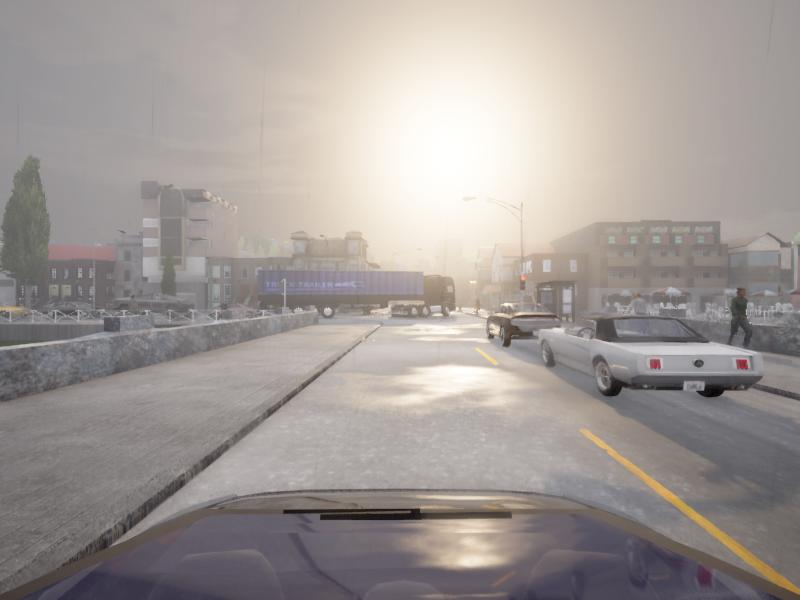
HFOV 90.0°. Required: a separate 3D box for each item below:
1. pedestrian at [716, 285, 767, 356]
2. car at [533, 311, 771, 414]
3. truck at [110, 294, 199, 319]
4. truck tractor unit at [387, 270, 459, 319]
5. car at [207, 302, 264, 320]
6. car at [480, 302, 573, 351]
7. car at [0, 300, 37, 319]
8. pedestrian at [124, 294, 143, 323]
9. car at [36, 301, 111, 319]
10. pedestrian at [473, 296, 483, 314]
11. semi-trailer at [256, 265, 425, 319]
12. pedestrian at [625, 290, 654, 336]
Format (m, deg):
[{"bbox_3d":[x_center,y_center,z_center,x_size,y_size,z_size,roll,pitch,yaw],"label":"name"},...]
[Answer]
[{"bbox_3d":[9.243,0.533,10.857,0.751,1.860,0.751,0,0,-3],"label":"pedestrian"},{"bbox_3d":[4.303,0.944,7.966,1.895,1.301,4.718,0,0,2],"label":"car"},{"bbox_3d":[-21.283,0.542,34.862,6.274,2.098,2.390,0,0,2],"label":"truck"},{"bbox_3d":[2.292,-0.518,37.937,6.516,4.208,3.053,0,0,-41],"label":"truck tractor unit"},{"bbox_3d":[-14.033,0.922,34.329,4.181,1.385,1.994,-1,0,-7],"label":"car"},{"bbox_3d":[4.438,0.836,14.911,2.128,1.511,4.902,0,0,3],"label":"car"},{"bbox_3d":[-35.539,0.801,35.340,5.366,1.575,1.801,0,0,2],"label":"car"},{"bbox_3d":[-17.696,0.547,26.601,0.751,1.860,0.751,0,0,2],"label":"pedestrian"},{"bbox_3d":[-28.550,0.836,35.105,4.902,1.511,2.128,0,0,2],"label":"car"},{"bbox_3d":[8.255,0.533,42.408,0.751,1.860,0.751,0,0,-27],"label":"pedestrian"},{"bbox_3d":[-5.022,-0.619,35.447,14.254,4.402,2.717,0,0,-12],"label":"semi-trailer"},{"bbox_3d":[9.842,0.533,16.431,0.751,1.860,0.751,0,0,2],"label":"pedestrian"}]
